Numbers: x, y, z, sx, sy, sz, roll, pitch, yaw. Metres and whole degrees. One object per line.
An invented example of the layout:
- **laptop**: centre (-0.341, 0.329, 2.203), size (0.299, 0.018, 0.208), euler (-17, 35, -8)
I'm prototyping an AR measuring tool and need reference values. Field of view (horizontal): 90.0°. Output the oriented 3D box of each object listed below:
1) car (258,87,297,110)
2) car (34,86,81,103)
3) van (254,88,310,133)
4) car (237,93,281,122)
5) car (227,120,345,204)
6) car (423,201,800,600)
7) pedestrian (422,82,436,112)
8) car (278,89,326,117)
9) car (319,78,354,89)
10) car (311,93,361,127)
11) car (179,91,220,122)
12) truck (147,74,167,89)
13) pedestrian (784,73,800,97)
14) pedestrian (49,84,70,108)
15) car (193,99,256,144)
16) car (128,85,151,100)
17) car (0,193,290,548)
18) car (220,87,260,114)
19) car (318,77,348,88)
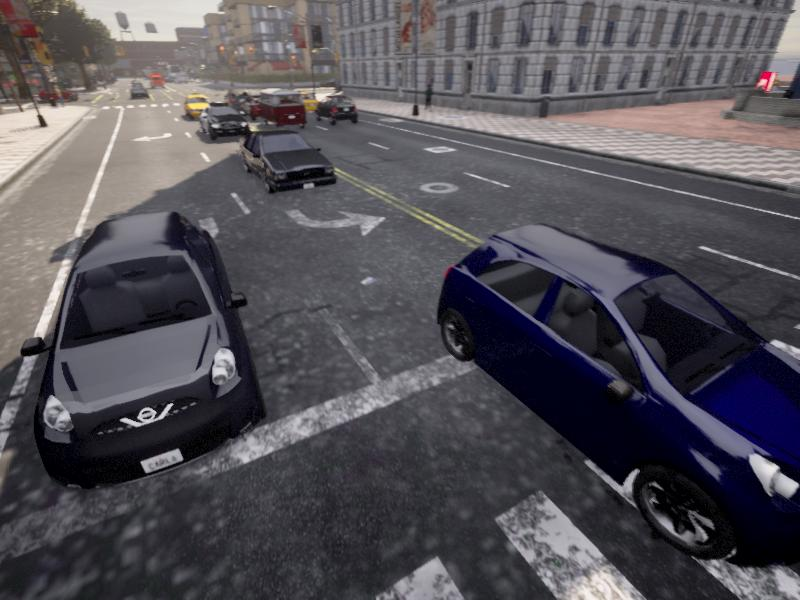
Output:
- **car**: centre (-11.001, -18.050, 35.732), size (2.007, 1.525, 4.514), euler (-17, 34, -25)
- **car**: centre (-39.297, -23.668, 46.080), size (3.633, 1.501, 1.845), euler (-17, 34, -25)
- **van**: centre (-7.015, -11.247, 23.520), size (1.775, 1.987, 4.442), euler (-17, 34, -25)
- **car**: centre (-9.967, -13.615, 28.160), size (1.816, 1.474, 4.193), euler (-17, 34, -25)
- **car**: centre (-3.761, -4.549, 12.551), size (2.033, 1.411, 5.357), euler (-17, 34, -25)
- **car**: centre (2.009, 0.396, 3.790), size (1.845, 1.501, 3.633), euler (-17, 34, -26)
- **pedestrian**: centre (2.039, -14.499, 28.616), size (0.751, 1.860, 0.751), euler (-10, 31, -15)
- **car**: centre (-7.557, -15.117, 30.563), size (1.801, 1.575, 5.366), euler (-17, 34, -25)
- **car**: centre (-10.767, -36.816, 67.987), size (5.357, 1.411, 2.033), euler (-17, 34, -25)
- **car**: centre (-4.079, -12.063, 25.264), size (1.789, 1.549, 3.705), euler (-17, 34, -25)
- **car**: centre (-14.664, -14.179, 29.147), size (1.801, 1.575, 5.366), euler (-17, 34, -25)
- **truck**: centre (-47.137, -42.423, 77.506), size (2.627, 2.467, 5.204), euler (-17, 34, -25)
- **pedestrian**: centre (35.980, -19.524, 36.298), size (0.751, 1.860, 0.751), euler (1, 30, 4)
- **pedestrian**: centre (-31.446, -18.844, 36.964), size (0.751, 1.860, 0.751), euler (-16, 33, -24)
- **car**: centre (-9.257, -9.439, 20.930), size (2.038, 1.542, 4.974), euler (-17, 34, -25)
- **car**: centre (-32.211, -25.637, 49.433), size (1.994, 1.385, 4.181), euler (-17, 34, -25)
- **car**: centre (-2.659, 0.154, 4.330), size (1.845, 1.501, 3.633), euler (-15, 33, -23)
- **car**: centre (-13.288, -16.539, 33.062), size (2.242, 1.667, 4.611), euler (-15, 33, -22)
- **car**: centre (-11.870, -38.558, 70.913), size (4.792, 1.488, 2.163), euler (-17, 34, -25)
